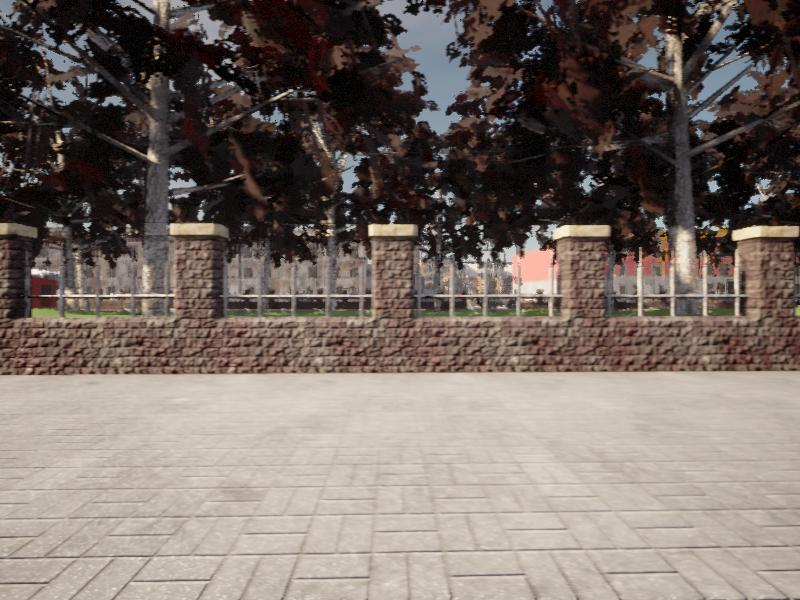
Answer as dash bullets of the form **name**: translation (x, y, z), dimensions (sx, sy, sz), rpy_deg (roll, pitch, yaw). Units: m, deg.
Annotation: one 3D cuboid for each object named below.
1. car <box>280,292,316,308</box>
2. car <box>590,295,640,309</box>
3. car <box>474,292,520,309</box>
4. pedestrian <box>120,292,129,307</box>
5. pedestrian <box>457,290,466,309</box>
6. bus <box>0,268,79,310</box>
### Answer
- **car**: translation (-12.094, 0.042, 47.790), dimensions (3.866, 1.878, 1.905), rpy_deg (0, 0, -1)
- **car**: translation (23.948, 0.216, 44.694), dimensions (4.514, 1.525, 2.007), rpy_deg (0, 0, -1)
- **car**: translation (10.750, 0.043, 44.370), dimensions (4.605, 1.855, 1.932), rpy_deg (0, 0, -1)
- **pedestrian**: translation (-35.407, -0.064, 51.430), dimensions (0.751, 1.860, 0.751), rpy_deg (0, 0, -2)
- **pedestrian**: translation (6.087, -0.074, 39.441), dimensions (0.751, 1.860, 0.751), rpy_deg (0, 0, 0)
- **bus**: translation (-41.435, -1.122, 43.144), dimensions (10.273, 4.253, 3.944), rpy_deg (0, 0, -1)
